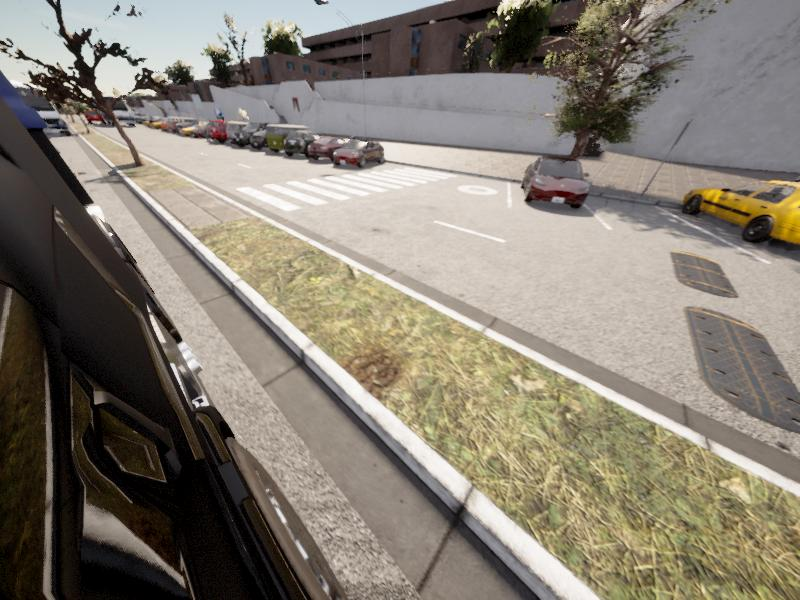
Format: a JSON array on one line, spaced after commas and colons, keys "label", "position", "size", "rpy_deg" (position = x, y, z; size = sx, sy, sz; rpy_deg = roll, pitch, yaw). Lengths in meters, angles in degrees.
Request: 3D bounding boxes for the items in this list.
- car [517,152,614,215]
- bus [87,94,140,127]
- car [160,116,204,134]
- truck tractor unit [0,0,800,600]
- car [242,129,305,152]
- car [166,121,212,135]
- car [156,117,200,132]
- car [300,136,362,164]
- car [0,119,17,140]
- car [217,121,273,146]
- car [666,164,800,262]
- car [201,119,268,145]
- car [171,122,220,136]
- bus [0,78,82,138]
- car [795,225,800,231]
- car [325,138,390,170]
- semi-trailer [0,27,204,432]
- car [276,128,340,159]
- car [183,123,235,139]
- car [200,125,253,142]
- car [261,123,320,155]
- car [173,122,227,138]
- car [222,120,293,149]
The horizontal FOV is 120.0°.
[{"label": "car", "position": [6.445, -5.137, 9.731], "size": [2.163, 1.488, 4.792], "rpy_deg": [15, 38, 15]}, {"label": "bus", "position": [-53.701, -35.441, 43.304], "size": [10.273, 4.253, 3.944], "rpy_deg": [29, 44, 30]}, {"label": "car", "position": [-34.316, -27.678, 36.584], "size": [1.878, 1.987, 4.442], "rpy_deg": [15, 38, 14]}, {"label": "truck tractor unit", "position": [-2.645, -0.295, 0.351], "size": [6.516, 4.208, 3.053], "rpy_deg": [28, 44, 30]}, {"label": "car", "position": [-11.699, -15.099, 21.822], "size": [2.231, 1.521, 4.892], "rpy_deg": [14, 38, 15]}, {"label": "car", "position": [-32.043, -26.271, 35.345], "size": [2.002, 1.452, 4.674], "rpy_deg": [15, 38, 15]}, {"label": "car", "position": [-36.561, -28.916, 38.198], "size": [2.185, 1.767, 4.553], "rpy_deg": [15, 38, 15]}, {"label": "car", "position": [-4.922, -11.362, 17.332], "size": [2.002, 1.452, 4.674], "rpy_deg": [14, 38, 15]}, {"label": "car", "position": [-35.285, -14.636, 19.751], "size": [4.181, 1.385, 1.994], "rpy_deg": [29, 44, 30]}, {"label": "car", "position": [-16.240, -17.691, 24.612], "size": [1.878, 1.987, 4.442], "rpy_deg": [15, 38, 15]}, {"label": "car", "position": [11.062, -2.795, 6.845], "size": [1.946, 1.575, 5.366], "rpy_deg": [14, 38, 15]}, {"label": "car", "position": [-18.456, -19.030, 26.217], "size": [2.435, 2.045, 5.566], "rpy_deg": [15, 38, 15]}, {"label": "car", "position": [-29.772, -25.038, 33.876], "size": [2.163, 1.488, 4.792], "rpy_deg": [15, 38, 15]}, {"label": "bus", "position": [-38.190, -19.907, 24.128], "size": [10.273, 4.253, 3.944], "rpy_deg": [29, 44, 30]}, {"label": "car", "position": [13.279, -1.421, 5.210], "size": [2.002, 1.452, 4.674], "rpy_deg": [15, 38, 15]}, {"label": "car", "position": [-2.649, -10.111, 15.789], "size": [2.163, 1.488, 4.792], "rpy_deg": [15, 38, 15]}, {"label": "semi-trailer", "position": [-8.822, -3.520, 4.099], "size": [14.254, 4.402, 2.717], "rpy_deg": [27, 43, 28]}, {"label": "car", "position": [-7.182, -12.716, 18.718], "size": [2.185, 1.767, 4.553], "rpy_deg": [14, 38, 15]}, {"label": "car", "position": [-25.266, -22.501, 30.839], "size": [2.163, 1.488, 4.792], "rpy_deg": [15, 38, 15]}, {"label": "car", "position": [-20.740, -20.019, 27.866], "size": [2.002, 1.452, 4.674], "rpy_deg": [15, 38, 15]}, {"label": "car", "position": [-9.387, -14.112, 20.277], "size": [1.878, 1.987, 4.442], "rpy_deg": [14, 38, 15]}, {"label": "car", "position": [-27.576, -23.692, 32.195], "size": [1.946, 1.575, 5.366], "rpy_deg": [15, 38, 15]}, {"label": "car", "position": [-13.947, -16.524, 23.159], "size": [2.435, 2.045, 5.566], "rpy_deg": [15, 38, 15]}]
